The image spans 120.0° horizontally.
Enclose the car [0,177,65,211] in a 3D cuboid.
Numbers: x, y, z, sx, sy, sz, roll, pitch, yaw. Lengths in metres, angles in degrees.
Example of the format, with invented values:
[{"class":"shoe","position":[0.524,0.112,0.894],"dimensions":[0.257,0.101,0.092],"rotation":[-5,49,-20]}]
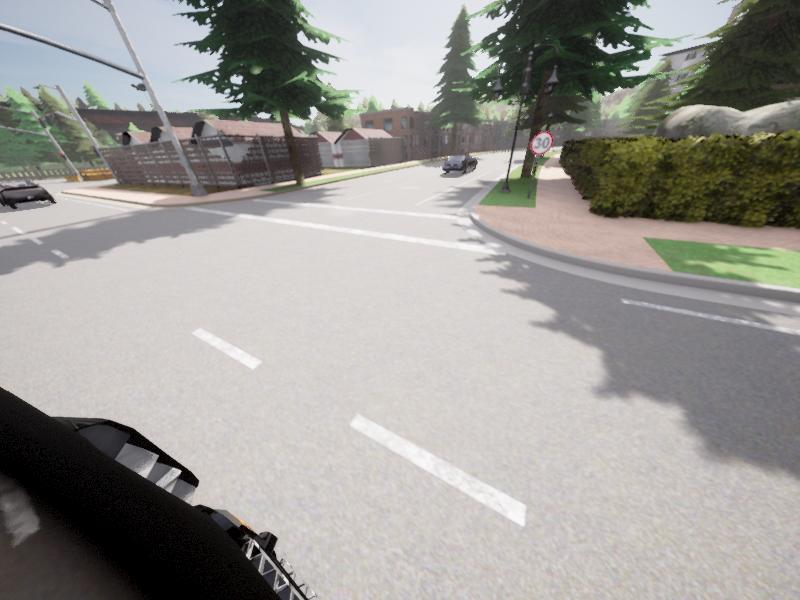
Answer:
[{"class":"car","position":[-24.692,-6.972,14.986],"dimensions":[4.902,1.511,2.128],"rotation":[15,37,24]}]

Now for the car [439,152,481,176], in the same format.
[{"class":"car","position":[5.416,-12.112,20.460],"dimensions":[2.033,1.411,5.357],"rotation":[15,38,25]}]
